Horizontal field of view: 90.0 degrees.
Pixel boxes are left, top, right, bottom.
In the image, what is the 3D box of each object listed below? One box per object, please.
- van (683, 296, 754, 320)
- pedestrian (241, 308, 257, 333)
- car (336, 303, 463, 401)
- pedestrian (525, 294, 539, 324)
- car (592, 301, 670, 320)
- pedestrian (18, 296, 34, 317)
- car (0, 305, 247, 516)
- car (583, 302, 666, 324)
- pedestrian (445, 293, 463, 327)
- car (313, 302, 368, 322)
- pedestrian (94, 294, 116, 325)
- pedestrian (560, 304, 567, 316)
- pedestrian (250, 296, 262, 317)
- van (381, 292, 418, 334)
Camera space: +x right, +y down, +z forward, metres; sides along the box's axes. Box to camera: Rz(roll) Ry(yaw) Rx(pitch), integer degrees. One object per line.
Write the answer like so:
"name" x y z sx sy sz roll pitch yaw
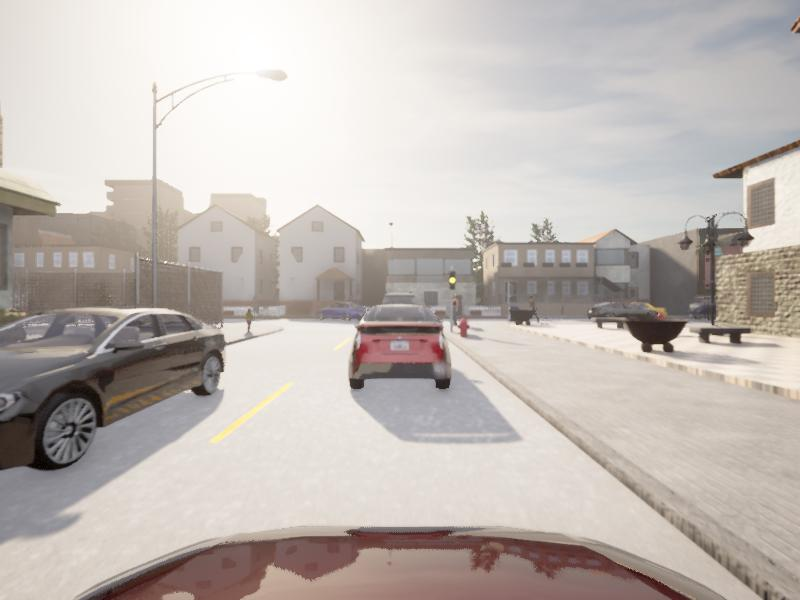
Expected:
"van" 25.998 0.638 32.730 4.442 1.987 1.775 0 0 0
"pedestrian" -6.856 0.936 18.160 0.500 1.100 0.500 0 0 28
"car" -0.007 0.839 8.586 2.007 1.525 4.514 0 0 0
"pedestrian" 8.407 0.556 25.411 0.751 1.860 0.751 0 0 25
"car" 18.845 0.841 32.809 5.366 1.575 1.801 0 0 -1
"pedestrian" -33.011 0.576 35.334 0.751 1.860 0.751 0 0 17
"car" -4.025 0.843 5.284 2.128 1.511 4.902 0 0 0
"car" 16.003 0.886 28.723 4.792 1.488 2.163 0 0 0
"pedestrian" 3.076 0.547 22.726 0.751 1.860 0.751 0 0 -27
"car" -4.683 0.893 31.432 4.193 1.474 1.816 0 0 35
"pedestrian" -17.581 0.563 23.846 0.751 1.860 0.751 0 0 0
"pedestrian" 15.673 0.960 38.406 0.500 1.100 0.500 0 0 -1
"pedestrian" -12.528 0.573 34.867 0.751 1.860 0.751 0 0 2
"van" -0.016 0.624 21.351 1.775 1.987 4.442 0 0 0
